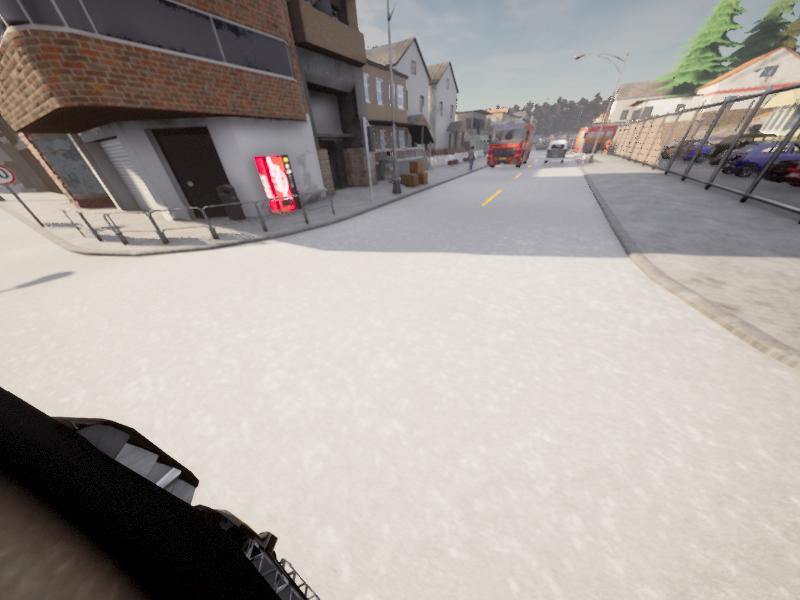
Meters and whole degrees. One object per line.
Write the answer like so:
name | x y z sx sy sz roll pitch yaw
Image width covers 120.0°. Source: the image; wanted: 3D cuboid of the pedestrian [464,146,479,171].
pedestrian | 6.237 -12.388 20.235 0.751 1.860 0.751 -16 36 -18

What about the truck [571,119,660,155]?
truck | 31.426 -24.039 34.252 8.468 3.827 2.891 4 34 10

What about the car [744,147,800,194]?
car | 17.137 -4.532 8.033 5.357 1.415 2.033 16 38 26

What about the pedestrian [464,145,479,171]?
pedestrian | 6.408 -12.728 20.735 0.751 1.860 0.751 -24 39 -29

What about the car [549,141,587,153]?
car | 30.210 -27.629 41.764 2.152 1.651 5.027 -14 35 -16

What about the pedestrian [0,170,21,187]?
pedestrian | -48.838 -15.158 28.806 0.751 1.860 0.751 21 41 32

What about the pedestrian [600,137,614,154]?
pedestrian | 28.033 -20.896 31.334 0.751 1.860 0.751 12 36 21

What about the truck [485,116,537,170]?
truck | 11.351 -15.715 23.304 2.891 3.827 8.468 16 38 26

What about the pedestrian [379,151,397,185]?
pedestrian | -0.759 -8.592 15.052 0.751 1.860 0.751 10 36 19

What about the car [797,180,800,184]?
car | 17.385 -4.665 8.085 1.789 1.547 3.705 16 38 26

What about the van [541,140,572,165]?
van | 16.705 -15.825 24.656 2.069 2.038 4.480 16 38 26

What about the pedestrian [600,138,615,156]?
pedestrian | 25.746 -19.026 28.696 0.751 1.860 0.751 15 37 24

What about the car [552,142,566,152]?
car | 36.279 -34.874 52.607 2.242 1.667 4.611 16 38 26

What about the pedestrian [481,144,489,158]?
pedestrian | 13.368 -23.355 36.210 0.751 1.860 0.751 17 39 28

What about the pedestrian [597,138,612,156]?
pedestrian | 26.181 -19.638 29.584 0.751 1.860 0.751 10 36 18

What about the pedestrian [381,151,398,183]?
pedestrian | -0.707 -8.988 15.646 0.751 1.860 0.751 14 37 24

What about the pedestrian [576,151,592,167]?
pedestrian | 15.249 -11.698 19.165 0.500 1.100 0.500 -6 34 -4
